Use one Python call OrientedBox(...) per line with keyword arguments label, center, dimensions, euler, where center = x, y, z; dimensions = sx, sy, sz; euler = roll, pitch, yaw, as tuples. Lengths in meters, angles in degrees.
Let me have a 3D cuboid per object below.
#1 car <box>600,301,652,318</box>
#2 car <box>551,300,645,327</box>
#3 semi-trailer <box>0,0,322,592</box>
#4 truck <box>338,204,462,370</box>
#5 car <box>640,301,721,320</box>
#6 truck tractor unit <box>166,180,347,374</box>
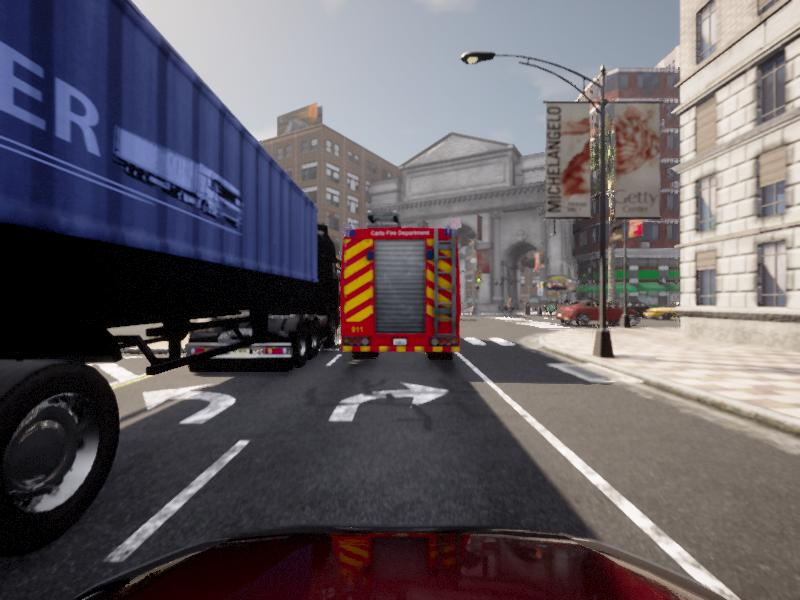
OrientedBox(label="car", center=(20.543, 0.867, 36.459), dimensions=(3.705, 1.549, 1.789), euler=(0, 0, 0))
OrientedBox(label="car", center=(12.741, 0.817, 25.927), dimensions=(5.027, 1.651, 2.152), euler=(0, 0, -5))
OrientedBox(label="semi-trailer", center=(-3.528, -0.613, 4.034), dimensions=(2.717, 4.402, 14.254), euler=(0, 0, 0))
OrientedBox(label="truck", center=(0.208, -0.301, 13.514), dimensions=(2.891, 3.827, 8.468), euler=(0, 0, 3))
OrientedBox(label="car", center=(23.004, 0.848, 32.910), dimensions=(5.366, 1.575, 1.801), euler=(0, 0, 1))
OrientedBox(label="truck tractor unit", center=(-3.536, -0.508, 11.946), dimensions=(3.053, 4.208, 6.516), euler=(0, 0, 0))
